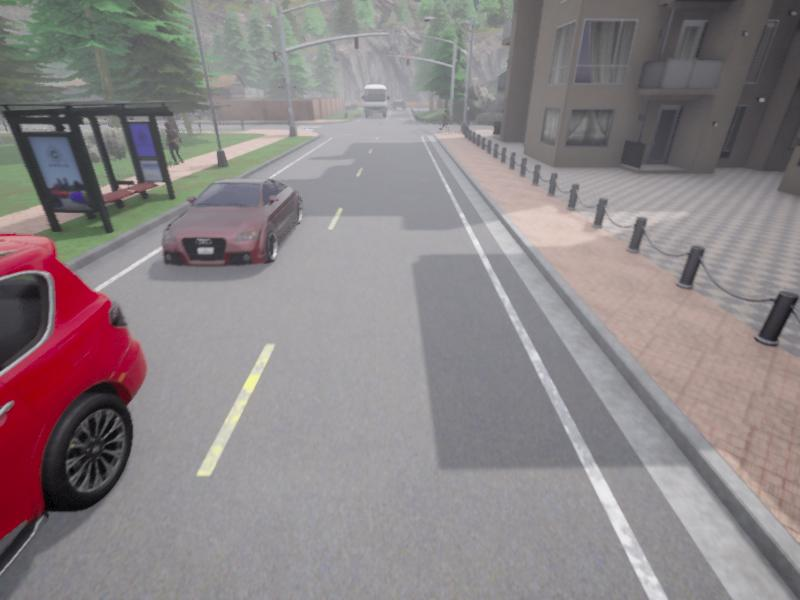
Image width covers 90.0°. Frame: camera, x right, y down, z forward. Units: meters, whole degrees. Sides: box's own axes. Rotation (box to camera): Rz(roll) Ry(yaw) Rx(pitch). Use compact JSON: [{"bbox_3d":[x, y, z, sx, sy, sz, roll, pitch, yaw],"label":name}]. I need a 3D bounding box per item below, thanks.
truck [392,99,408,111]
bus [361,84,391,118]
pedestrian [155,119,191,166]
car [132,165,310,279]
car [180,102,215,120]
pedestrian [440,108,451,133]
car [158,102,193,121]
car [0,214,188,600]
[{"bbox_3d":[0.066,-41.744,85.471,2.390,2.098,6.274,4,28,8],"label":"truck"},{"bbox_3d":[-3.395,-29.925,60.127,3.944,4.253,10.273,0,27,0],"label":"bus"},{"bbox_3d":[-9.926,-6.886,17.528,0.751,1.860,0.751,-1,27,-3],"label":"pedestrian"},{"bbox_3d":[-3.503,-1.955,8.904,1.994,1.385,4.181,0,27,0],"label":"car"},{"bbox_3d":[-25.035,-23.432,49.640,1.932,1.855,4.605,0,27,-1],"label":"car"},{"bbox_3d":[3.746,-14.838,33.070,0.751,1.860,0.751,-1,27,-1],"label":"pedestrian"},{"bbox_3d":[-27.539,-23.232,49.240,1.905,1.878,3.866,0,27,-1],"label":"car"},{"bbox_3d":[-3.499,1.401,1.639,2.150,2.045,5.566,0,27,0],"label":"car"}]
